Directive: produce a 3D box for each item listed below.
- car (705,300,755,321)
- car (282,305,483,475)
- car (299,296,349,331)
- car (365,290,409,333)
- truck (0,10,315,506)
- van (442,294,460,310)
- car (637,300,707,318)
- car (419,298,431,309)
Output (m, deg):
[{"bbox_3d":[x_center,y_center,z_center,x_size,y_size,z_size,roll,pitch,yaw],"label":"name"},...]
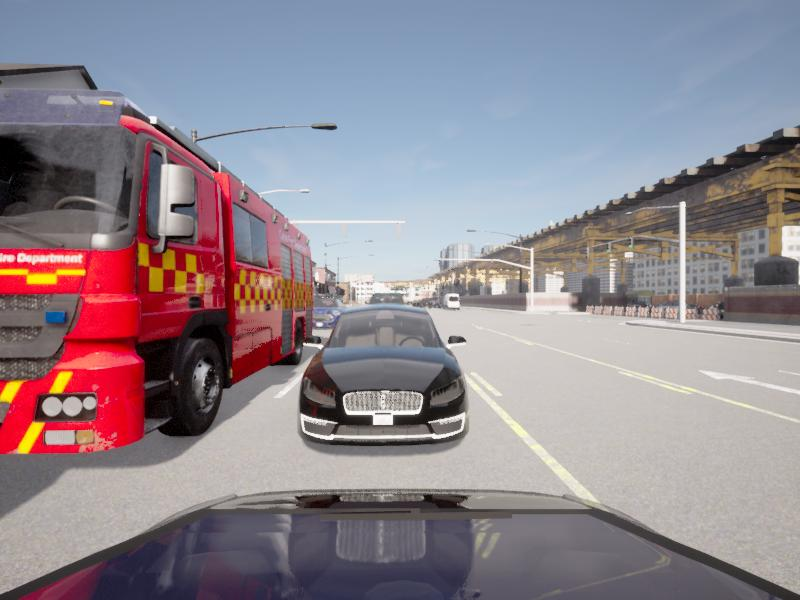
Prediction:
[{"bbox_3d":[26.240,0.796,32.028,2.038,1.542,4.974,0,0,27],"label":"car"},{"bbox_3d":[-0.220,0.844,6.104,1.837,1.490,4.892,0,0,-2],"label":"car"},{"bbox_3d":[-4.237,0.697,23.000,2.097,1.767,4.553,0,0,-2],"label":"car"},{"bbox_3d":[-0.705,0.571,22.053,2.150,2.045,5.566,0,0,-2],"label":"car"},{"bbox_3d":[-3.763,-0.320,7.296,2.891,3.827,8.468,0,0,-2],"label":"truck"},{"bbox_3d":[8.455,0.322,66.518,1.988,2.561,5.915,0,0,-2],"label":"van"},{"bbox_3d":[25.288,0.796,37.368,2.038,1.542,4.974,0,0,-38],"label":"car"},{"bbox_3d":[4.692,0.656,75.064,1.905,1.878,3.866,0,0,-2],"label":"car"}]
